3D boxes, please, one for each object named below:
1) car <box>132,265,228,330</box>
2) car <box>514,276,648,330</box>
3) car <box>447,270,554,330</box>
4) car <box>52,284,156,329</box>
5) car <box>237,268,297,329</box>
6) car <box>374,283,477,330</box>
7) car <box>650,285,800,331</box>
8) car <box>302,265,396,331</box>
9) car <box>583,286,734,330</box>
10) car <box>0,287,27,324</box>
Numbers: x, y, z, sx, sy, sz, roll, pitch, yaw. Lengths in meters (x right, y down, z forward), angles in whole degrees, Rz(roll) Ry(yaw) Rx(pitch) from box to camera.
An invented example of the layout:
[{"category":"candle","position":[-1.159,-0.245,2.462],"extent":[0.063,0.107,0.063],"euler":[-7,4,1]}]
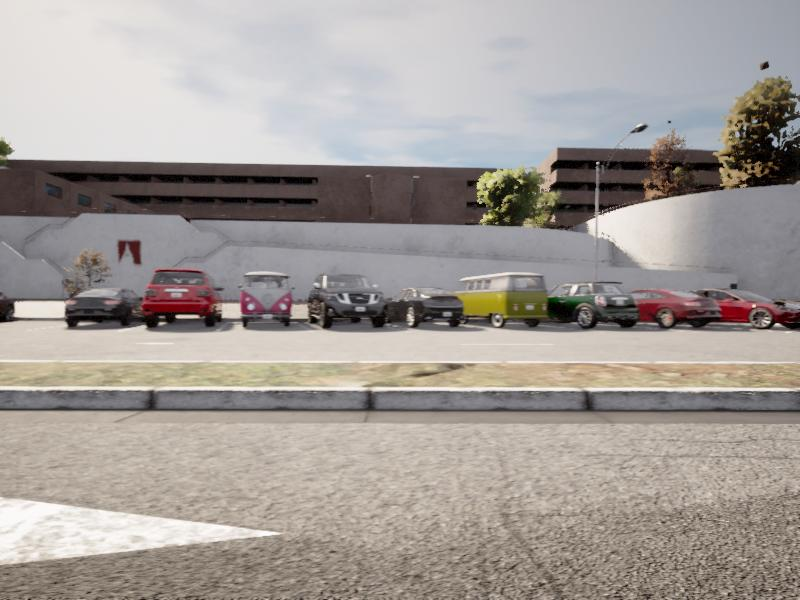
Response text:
[{"category":"car","position":[-8.218,-0.033,15.587],"extent":[2.435,2.045,5.566],"euler":[0,-1,-20]},{"category":"car","position":[6.722,0.124,15.530],"extent":[2.185,1.767,4.553],"euler":[0,-1,-20]},{"category":"car","position":[3.687,0.019,15.669],"extent":[1.878,1.987,4.442],"euler":[0,-1,-20]},{"category":"car","position":[-11.190,0.246,15.553],"extent":[2.002,1.452,4.674],"euler":[0,-1,-20]},{"category":"car","position":[-5.175,-0.002,15.452],"extent":[1.878,1.987,4.442],"euler":[1,-1,-20]},{"category":"car","position":[0.747,0.238,15.552],"extent":[2.231,1.521,4.892],"euler":[0,-1,-20]},{"category":"car","position":[12.712,0.291,15.532],"extent":[2.163,1.488,4.792],"euler":[1,-1,-20]},{"category":"car","position":[-2.221,-0.020,15.536],"extent":[2.435,2.045,5.566],"euler":[1,-1,-20]},{"category":"car","position":[9.694,0.296,15.553],"extent":[2.002,1.452,4.674],"euler":[0,-1,-20]},{"category":"car","position":[-17.147,0.203,15.529],"extent":[2.163,1.488,4.792],"euler":[1,-1,-20]}]
